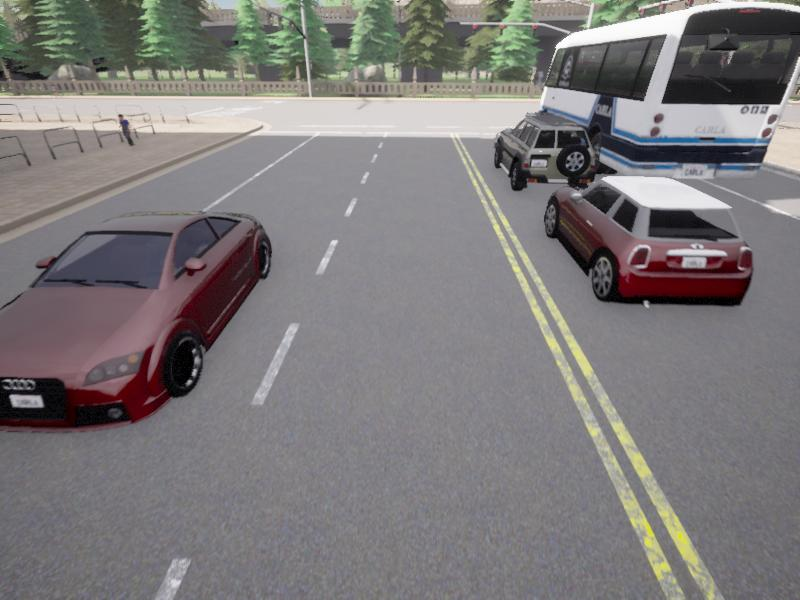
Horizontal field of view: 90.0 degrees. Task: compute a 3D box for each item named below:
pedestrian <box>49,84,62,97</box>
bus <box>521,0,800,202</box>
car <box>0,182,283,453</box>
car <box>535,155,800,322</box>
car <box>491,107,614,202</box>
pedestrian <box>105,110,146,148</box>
[{"bbox_3d":[-35.065,-21.310,40.689,0.500,1.100,0.500,2,30,4],"label":"pedestrian"},{"bbox_3d":[7.652,-7.003,13.820,3.944,4.253,10.273,1,30,2],"label":"bus"},{"bbox_3d":[-3.182,-0.278,5.106,1.994,1.385,4.181,1,30,1],"label":"car"},{"bbox_3d":[3.909,-1.314,6.815,1.970,1.475,3.806,1,30,2],"label":"car"},{"bbox_3d":[4.152,-4.522,11.905,1.932,1.855,4.605,1,30,2],"label":"car"},{"bbox_3d":[-10.975,-6.872,16.060,0.751,1.300,0.751,2,30,2],"label":"pedestrian"}]
